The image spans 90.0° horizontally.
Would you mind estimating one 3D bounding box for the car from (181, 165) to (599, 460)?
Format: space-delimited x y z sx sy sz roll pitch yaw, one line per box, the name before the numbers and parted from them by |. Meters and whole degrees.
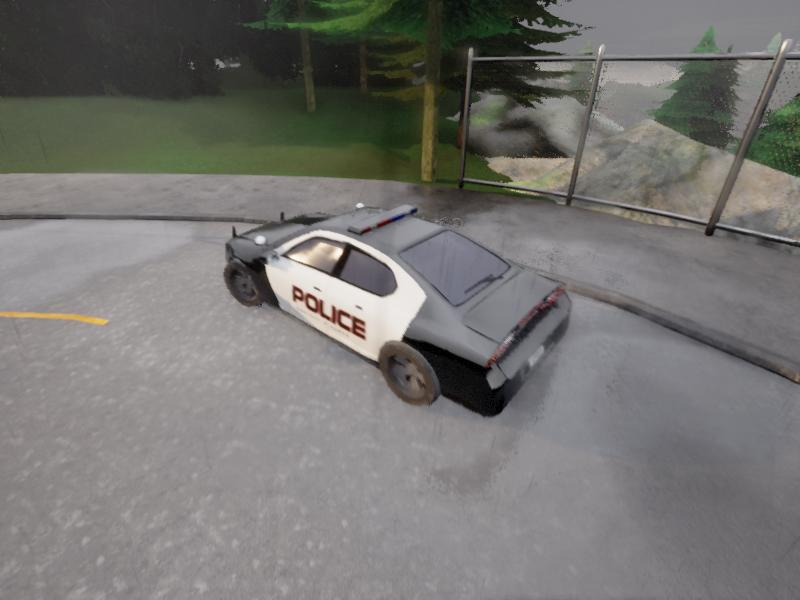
car | -0.493 -0.445 5.256 4.974 1.542 2.038 23 38 34
